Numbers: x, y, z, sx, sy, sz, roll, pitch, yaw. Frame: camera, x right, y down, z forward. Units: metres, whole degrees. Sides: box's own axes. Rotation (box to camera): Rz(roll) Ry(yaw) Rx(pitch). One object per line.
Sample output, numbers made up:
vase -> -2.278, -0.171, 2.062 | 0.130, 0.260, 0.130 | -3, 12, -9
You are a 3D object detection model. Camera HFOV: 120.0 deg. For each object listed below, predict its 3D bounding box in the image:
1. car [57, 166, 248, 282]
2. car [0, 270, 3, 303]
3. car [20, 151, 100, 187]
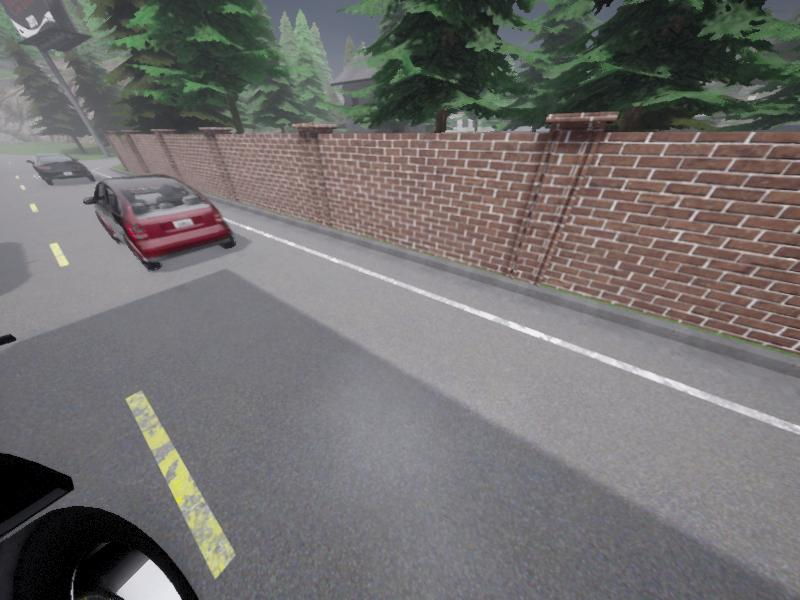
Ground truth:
car -> -5.697, -2.022, 5.394 | 3.705, 1.549, 1.789 | 23, 41, 27
car -> -8.857, -0.747, 3.715 | 4.181, 1.385, 1.994 | 22, 41, 28
car -> -19.944, -7.777, 13.542 | 4.674, 1.442, 1.812 | 22, 41, 28
